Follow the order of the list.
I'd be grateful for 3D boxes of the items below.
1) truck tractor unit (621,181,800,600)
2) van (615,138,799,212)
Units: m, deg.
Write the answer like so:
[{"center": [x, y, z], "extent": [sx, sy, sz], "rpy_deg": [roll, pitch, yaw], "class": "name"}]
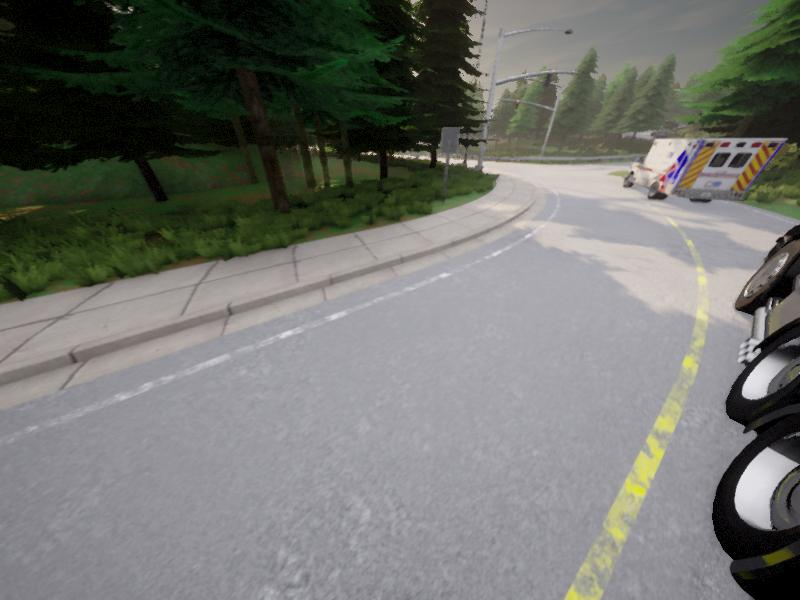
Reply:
[{"center": [4.968, -0.417, 0.981], "extent": [6.516, 4.208, 3.053], "rpy_deg": [-24, 41, -31], "class": "truck tractor unit"}, {"center": [13.735, -6.463, 11.382], "extent": [2.351, 2.431, 6.366], "rpy_deg": [13, 36, 18], "class": "van"}]
